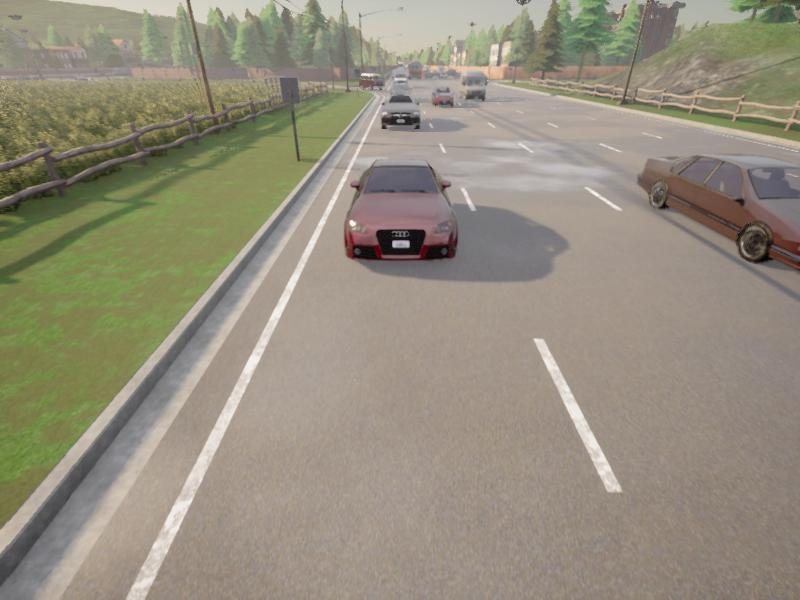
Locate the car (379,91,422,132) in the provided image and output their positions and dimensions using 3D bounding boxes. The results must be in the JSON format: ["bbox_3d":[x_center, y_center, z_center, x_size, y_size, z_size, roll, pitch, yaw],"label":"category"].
[{"bbox_3d":[0.039,-10.801,22.741,2.152,1.651,5.027,0,31,0],"label":"car"}]

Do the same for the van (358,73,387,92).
[{"bbox_3d":[-3.790,-29.427,54.052,2.069,2.038,4.480,-16,34,-26],"label":"van"}]

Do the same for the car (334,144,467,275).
[{"bbox_3d":[0.018,-2.071,8.138,1.994,1.385,4.181,0,30,0],"label":"car"}]

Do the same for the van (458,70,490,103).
[{"bbox_3d":[7.057,-20.944,39.038,1.988,2.561,5.915,0,31,0],"label":"van"}]

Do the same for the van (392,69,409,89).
[{"bbox_3d":[0.091,-33.244,60.133,2.351,2.431,6.366,0,31,0],"label":"van"}]

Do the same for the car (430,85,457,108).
[{"bbox_3d":[3.553,-16.989,33.329,1.845,1.501,3.633,0,31,0],"label":"car"}]

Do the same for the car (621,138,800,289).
[{"bbox_3d":[7.015,-2.141,8.178,2.033,1.411,5.357,0,30,0],"label":"car"}]

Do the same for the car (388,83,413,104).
[{"bbox_3d":[0.061,-19.721,38.058,2.163,1.488,4.792,0,30,0],"label":"car"}]
